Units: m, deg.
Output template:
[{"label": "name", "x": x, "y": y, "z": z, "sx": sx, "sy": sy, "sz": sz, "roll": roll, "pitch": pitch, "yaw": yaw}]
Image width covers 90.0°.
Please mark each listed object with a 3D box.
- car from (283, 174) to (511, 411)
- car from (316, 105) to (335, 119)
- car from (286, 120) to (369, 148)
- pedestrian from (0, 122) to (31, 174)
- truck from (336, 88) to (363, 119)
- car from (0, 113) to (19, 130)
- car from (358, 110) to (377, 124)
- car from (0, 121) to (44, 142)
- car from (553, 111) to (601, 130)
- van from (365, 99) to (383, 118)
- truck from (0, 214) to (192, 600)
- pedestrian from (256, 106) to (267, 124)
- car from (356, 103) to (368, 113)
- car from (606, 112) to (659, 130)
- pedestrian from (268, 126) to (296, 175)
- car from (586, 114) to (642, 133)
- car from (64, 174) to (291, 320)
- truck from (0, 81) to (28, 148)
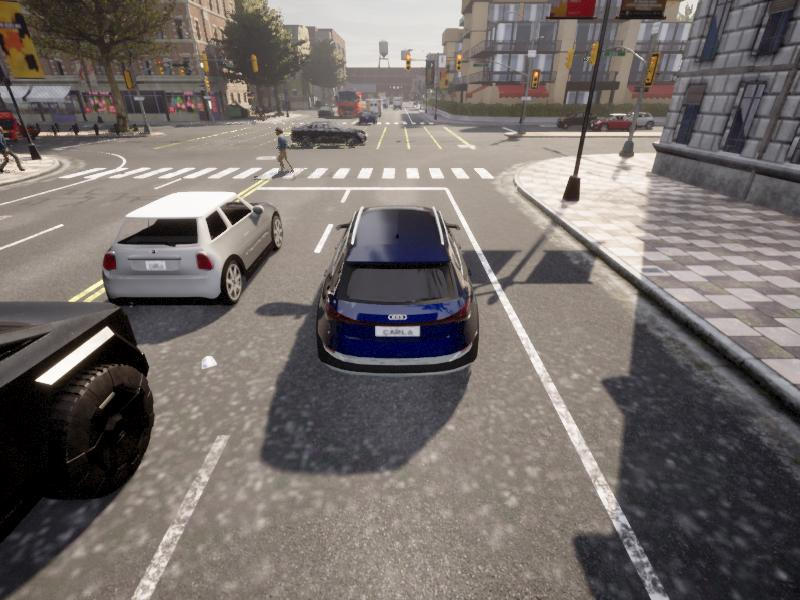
[{"label": "car", "x": -0.033, "y": -0.647, "z": 6.099, "sx": 2.033, "sy": 1.649, "sz": 4.856, "roll": 0, "pitch": 27, "yaw": 0}, {"label": "car", "x": -10.847, "y": -27.724, "z": 58.832, "sx": 1.930, "sy": 1.638, "sz": 5.238, "roll": -1, "pitch": 28, "yaw": -1}, {"label": "car", "x": -4.588, "y": -10.799, "z": 26.005, "sx": 4.902, "sy": 1.511, "sz": 2.128, "roll": 0, "pitch": 27, "yaw": 0}, {"label": "pedestrian", "x": -15.862, "y": -6.104, "z": 16.090, "sx": 0.751, "sy": 1.860, "sz": 0.751, "roll": 14, "pitch": 30, "yaw": 24}, {"label": "truck", "x": -7.355, "y": -29.212, "z": 59.342, "sx": 2.891, "sy": 3.827, "sz": 8.468, "roll": 0, "pitch": 27, "yaw": 0}, {"label": "car", "x": -39.914, "y": -17.008, "z": 38.171, "sx": 4.674, "sy": 1.442, "sz": 1.812, "roll": -6, "pitch": 28, "yaw": -12}, {"label": "car", "x": -3.776, "y": -21.686, "z": 47.369, "sx": 1.994, "sy": 1.385, "sz": 4.181, "roll": 0, "pitch": 27, "yaw": 0}, {"label": "car", "x": -29.307, "y": -12.305, "z": 29.174, "sx": 4.718, "sy": 1.301, "sz": 1.895, "roll": 0, "pitch": 27, "yaw": 0}, {"label": "car", "x": 17.357, "y": -17.666, "z": 39.334, "sx": 3.705, "sy": 1.549, "sz": 1.789, "roll": 0, "pitch": 27, "yaw": 0}, {"label": "van", "x": -3.860, "y": -29.571, "z": 61.569, "sx": 2.351, "sy": 2.431, "sz": 6.366, "roll": 0, "pitch": 27, "yaw": 0}, {"label": "truck", "x": -3.506, "y": 1.610, "z": 1.187, "sx": 2.390, "sy": 2.098, "sz": 6.274, "roll": 0, "pitch": 27, "yaw": 0}, {"label": "pedestrian", "x": -16.126, "y": -21.537, "z": 46.481, "sx": 0.751, "sy": 1.860, "sz": 0.751, "roll": 0, "pitch": 27, "yaw": 1}, {"label": "car", "x": -7.460, "y": -37.716, "z": 78.406, "sx": 1.801, "sy": 1.575, "sz": 5.366, "roll": 0, "pitch": 27, "yaw": 0}, {"label": "car", "x": 22.789, "y": -17.630, "z": 39.350, "sx": 3.806, "sy": 1.475, "sz": 1.970, "roll": 0, "pitch": 27, "yaw": 0}, {"label": "pedestrian", "x": -4.906, "y": -6.246, "z": 16.699, "sx": 0.751, "sy": 1.860, "sz": 0.751, "roll": 0, "pitch": 27, "yaw": -1}, {"label": "car", "x": 19.290, "y": -16.033, "z": 36.238, "sx": 3.806, "sy": 1.475, "sz": 1.970, "roll": 0, "pitch": 27, "yaw": 0}, {"label": "car", "x": -3.539, "y": -1.232, "z": 7.406, "sx": 1.970, "sy": 1.475, "sz": 3.806, "roll": 0, "pitch": 27, "yaw": 0}, {"label": "truck", "x": -29.905, "y": -11.829, "z": 25.479, "sx": 8.468, "sy": 3.827, "sz": 2.891, "roll": 0, "pitch": 27, "yaw": 0}]
